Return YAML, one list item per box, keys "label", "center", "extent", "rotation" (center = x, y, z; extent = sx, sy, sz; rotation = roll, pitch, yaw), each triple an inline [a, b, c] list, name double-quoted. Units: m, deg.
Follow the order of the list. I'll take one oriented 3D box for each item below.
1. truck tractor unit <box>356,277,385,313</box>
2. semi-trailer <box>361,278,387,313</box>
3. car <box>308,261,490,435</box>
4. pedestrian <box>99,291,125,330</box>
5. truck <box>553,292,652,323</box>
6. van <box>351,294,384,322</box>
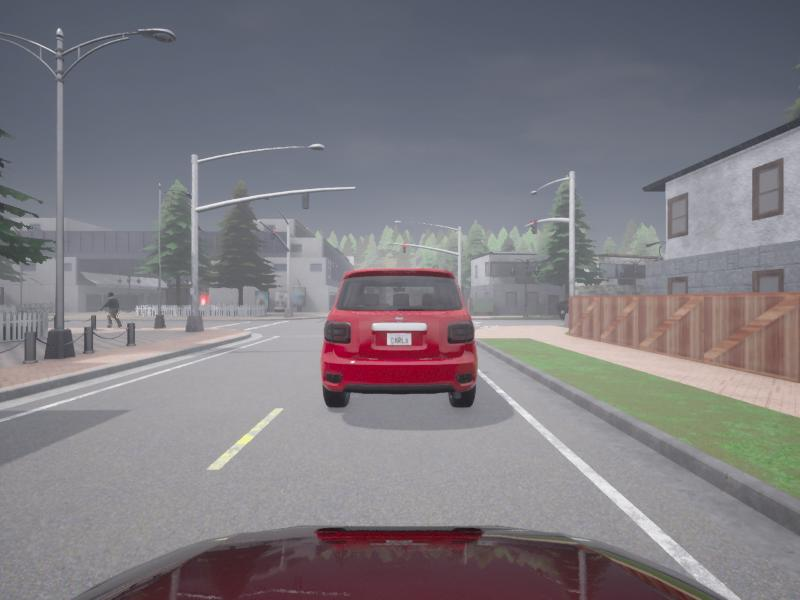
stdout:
- label: "truck tractor unit"
  center: [-3.566, -0.518, 49.772]
  extent: [3.053, 4.208, 6.516]
  rotation: [0, 0, 0]
- label: "semi-trailer"
  center: [-3.533, -0.617, 57.684]
  extent: [2.717, 4.402, 14.254]
  rotation: [0, 0, 0]
- label: "car"
  center: [-0.013, 0.568, 7.496]
  extent: [2.150, 2.045, 5.566]
  rotation: [0, 0, 0]
- label: "pedestrian"
  center: [-14.137, 0.500, 19.657]
  extent: [0.751, 1.860, 0.751]
  rotation: [0, 0, -1]
- label: "truck"
  center: [14.789, 0.523, 29.358]
  extent: [6.274, 2.098, 2.390]
  rotation: [0, 0, -9]
- label: "van"
  center: [-2.623, 0.598, 31.344]
  extent: [1.775, 1.987, 4.442]
  rotation: [0, 0, -15]
